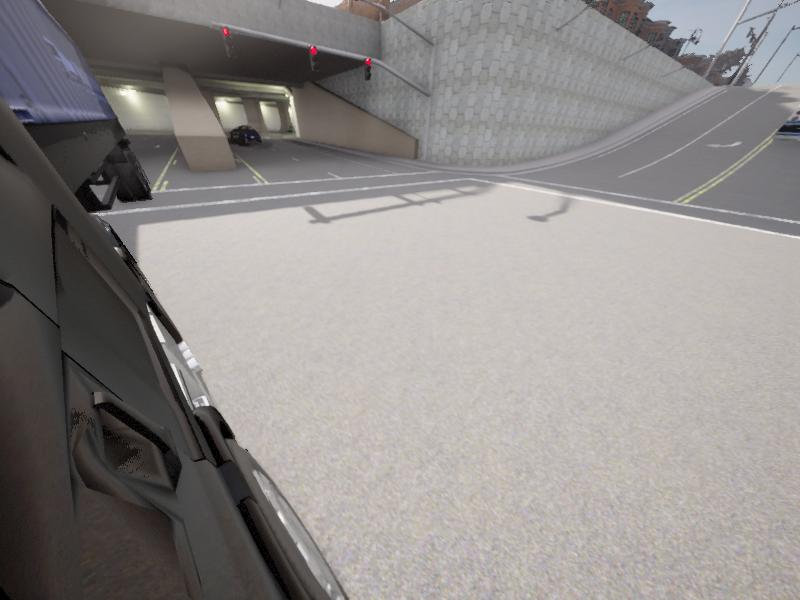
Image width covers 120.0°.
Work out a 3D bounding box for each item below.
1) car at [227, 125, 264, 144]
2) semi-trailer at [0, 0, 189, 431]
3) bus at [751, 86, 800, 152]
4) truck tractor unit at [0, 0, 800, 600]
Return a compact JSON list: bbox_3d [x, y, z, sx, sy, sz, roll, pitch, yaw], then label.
[{"bbox_3d":[-18.536,-19.843,27.650,2.152,1.651,5.027,-28,47,-34],"label":"car"},{"bbox_3d":[-8.082,-3.963,4.751,2.717,4.402,14.254,-27,46,-33],"label":"semi-trailer"},{"bbox_3d":[29.253,-13.454,14.797,10.273,4.253,3.944,-31,47,-18],"label":"bus"},{"bbox_3d":[-2.645,-0.295,0.351,6.516,4.208,3.053,28,44,30],"label":"truck tractor unit"}]
